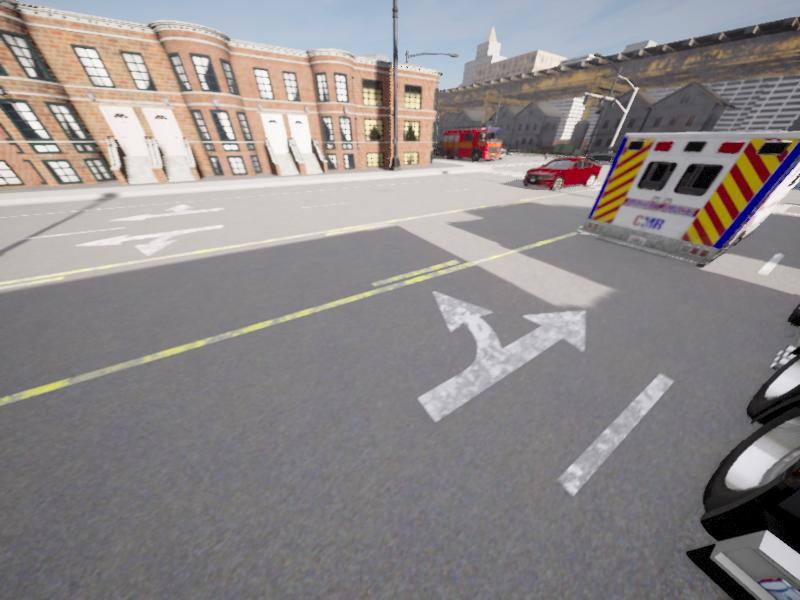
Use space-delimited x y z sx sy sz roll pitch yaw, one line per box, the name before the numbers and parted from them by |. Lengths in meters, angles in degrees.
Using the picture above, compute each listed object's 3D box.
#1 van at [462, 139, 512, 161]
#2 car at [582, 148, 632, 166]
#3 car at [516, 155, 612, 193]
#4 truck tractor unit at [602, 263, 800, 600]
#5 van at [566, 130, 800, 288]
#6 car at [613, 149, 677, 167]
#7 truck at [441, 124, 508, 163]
van | 12.213 -21.577 33.060 2.351 2.431 6.366 -18 39 -24
car | 24.429 -17.009 27.383 1.789 1.549 3.705 -18 39 -24
car | 9.510 -7.420 13.444 5.008 1.535 1.882 -16 38 -22
truck tractor unit | 5.115 -0.293 0.792 6.516 4.208 3.053 -18 39 -24
van | 7.733 -2.715 5.879 6.366 2.431 2.351 -18 39 -24
car | 28.637 -16.777 27.184 1.812 1.442 4.674 -18 39 -24
truck | 9.411 -20.878 30.801 2.891 3.827 8.468 -18 39 -24
